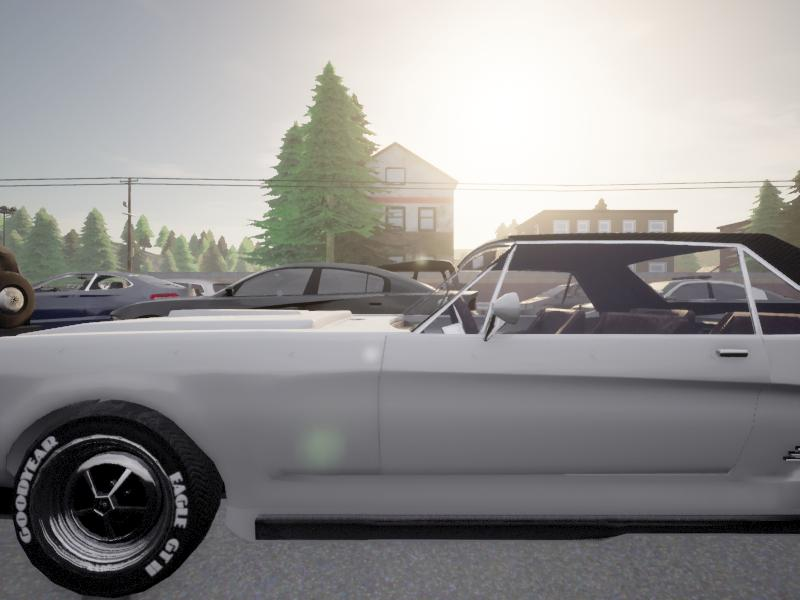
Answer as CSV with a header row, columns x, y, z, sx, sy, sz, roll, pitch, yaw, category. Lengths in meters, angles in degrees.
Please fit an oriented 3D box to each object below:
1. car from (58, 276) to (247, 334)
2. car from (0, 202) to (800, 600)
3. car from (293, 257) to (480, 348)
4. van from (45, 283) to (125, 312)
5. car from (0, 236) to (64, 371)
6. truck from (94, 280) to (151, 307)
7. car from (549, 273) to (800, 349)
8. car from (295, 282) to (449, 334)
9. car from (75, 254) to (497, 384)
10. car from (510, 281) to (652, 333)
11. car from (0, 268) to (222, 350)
x,y,z,sx,sy,sz,roll,pitch,yaw,category
-7.559,0.156,12.661,4.611,1.667,2.242,0,0,-1,car
0.559,0.344,2.203,4.718,1.301,1.895,0,0,0,car
-0.280,0.046,9.200,3.866,1.878,1.905,0,0,0,car
-28.737,-0.223,36.873,2.351,2.431,6.366,0,0,0,van
-7.490,0.046,5.660,3.866,1.878,1.905,0,0,0,car
-42.605,-0.925,61.882,2.891,3.827,8.468,0,0,1,truck
6.297,0.226,9.236,4.974,1.542,2.038,0,0,0,car
-0.816,0.228,12.696,4.514,1.525,2.007,0,0,0,car
-1.348,0.223,5.694,5.008,1.535,1.882,0,0,0,car
5.601,0.215,12.732,3.705,1.549,1.789,0,0,0,car
-7.069,0.181,9.172,5.027,1.651,2.152,0,0,0,car
